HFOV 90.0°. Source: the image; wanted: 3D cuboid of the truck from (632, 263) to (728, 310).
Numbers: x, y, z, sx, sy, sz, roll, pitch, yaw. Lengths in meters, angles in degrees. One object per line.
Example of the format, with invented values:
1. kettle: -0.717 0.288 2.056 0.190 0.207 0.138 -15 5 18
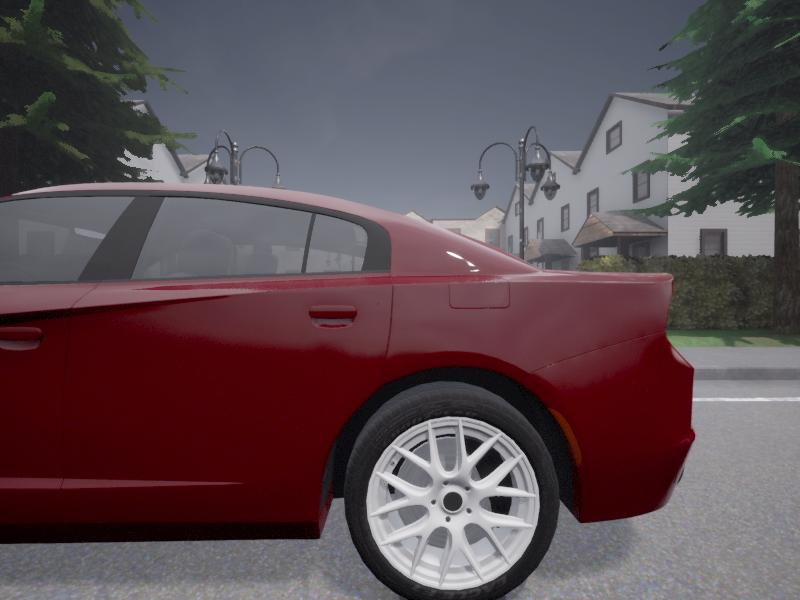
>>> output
1. truck: 25.495 -1.112 37.157 2.891 3.827 8.468 0 0 -1

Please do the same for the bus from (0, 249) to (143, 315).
1. bus: -25.154 -1.149 30.949 3.944 4.253 10.273 0 0 0

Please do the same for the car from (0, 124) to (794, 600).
1. car: -1.271 0.223 2.175 5.008 1.535 1.882 0 0 -1

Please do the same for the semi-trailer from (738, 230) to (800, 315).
1. semi-trailer: 22.190 -1.409 17.362 2.717 4.402 14.254 0 0 -1
